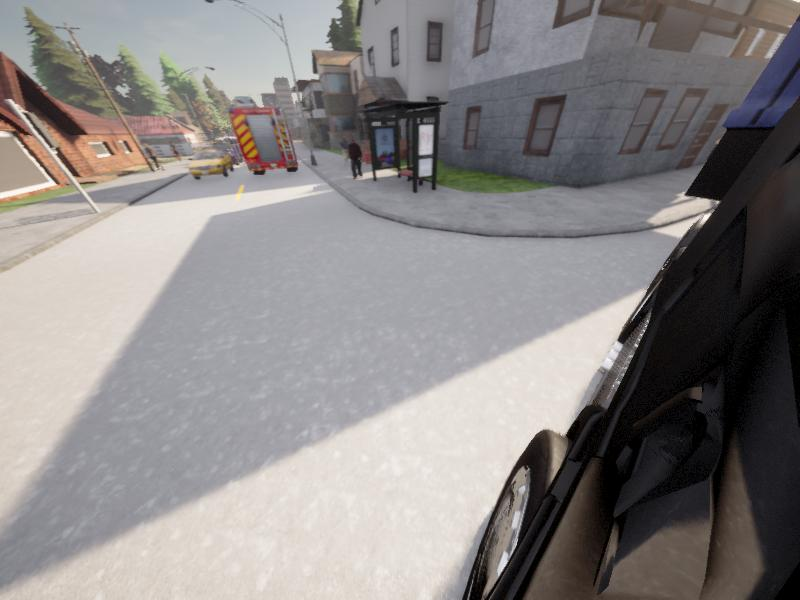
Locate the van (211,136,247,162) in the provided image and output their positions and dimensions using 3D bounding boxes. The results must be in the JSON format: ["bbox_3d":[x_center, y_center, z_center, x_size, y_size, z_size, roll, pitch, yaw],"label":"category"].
[{"bbox_3d":[-18.405,-16.491,25.084,2.069,2.038,4.480,-17,39,-19],"label":"van"}]

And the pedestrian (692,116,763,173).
[{"bbox_3d":[13.452,-6.400,9.566,0.751,1.860,0.751,-17,39,-19],"label":"pedestrian"}]

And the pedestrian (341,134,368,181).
[{"bbox_3d":[-2.144,-6.813,11.088,0.751,1.860,0.751,7,38,13],"label":"pedestrian"}]

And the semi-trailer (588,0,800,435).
[{"bbox_3d":[9.379,-3.023,3.410,14.254,4.402,2.717,-20,40,-21],"label":"semi-trailer"}]

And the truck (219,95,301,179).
[{"bbox_3d":[-9.484,-11.525,16.418,2.891,3.827,8.468,-17,39,-18],"label":"truck"}]

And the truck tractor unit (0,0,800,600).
[{"bbox_3d":[2.645,-0.295,0.351,6.516,4.208,3.053,-28,44,-30],"label":"truck tractor unit"}]

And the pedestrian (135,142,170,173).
[{"bbox_3d":[-18.239,-10.559,17.099,0.751,1.860,0.751,-9,37,-9],"label":"pedestrian"}]

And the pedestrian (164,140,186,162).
[{"bbox_3d":[-23.468,-15.600,24.147,0.751,1.860,0.751,-17,39,-19],"label":"pedestrian"}]

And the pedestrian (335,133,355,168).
[{"bbox_3d":[-3.637,-9.970,15.391,0.751,1.860,0.751,-22,41,-24],"label":"pedestrian"}]

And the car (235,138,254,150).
[{"bbox_3d":[-27.775,-27.980,41.454,2.163,1.488,4.792,-17,39,-19],"label":"car"}]

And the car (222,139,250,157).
[{"bbox_3d":[-21.333,-20.002,30.257,2.242,1.667,4.611,-17,39,-18],"label":"car"}]

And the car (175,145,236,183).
[{"bbox_3d":[-12.650,-9.255,15.461,1.801,1.575,5.366,-16,39,-18],"label":"car"}]

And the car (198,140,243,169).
[{"bbox_3d":[-15.683,-13.022,20.495,2.097,1.767,4.553,-17,39,-18],"label":"car"}]
